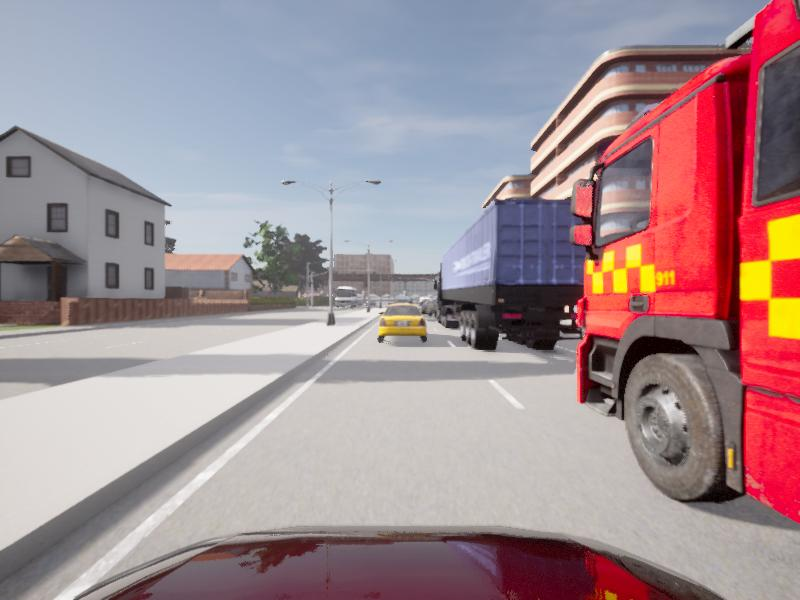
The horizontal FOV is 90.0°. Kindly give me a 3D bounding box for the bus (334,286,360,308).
[{"bbox_3d":[-10.746,-0.557,82.540,3.944,4.253,10.273,0,0,0],"label":"bus"}]

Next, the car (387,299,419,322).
[{"bbox_3d":[0.220,0.748,30.932,2.242,1.667,4.611,0,0,0],"label":"car"}]

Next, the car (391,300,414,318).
[{"bbox_3d":[0.274,0.816,37.738,2.038,1.542,4.974,0,0,0],"label":"car"}]

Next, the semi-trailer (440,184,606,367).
[{"bbox_3d":[3.666,-0.643,16.742,2.717,4.402,14.254,0,0,1],"label":"semi-trailer"}]

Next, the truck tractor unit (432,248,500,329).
[{"bbox_3d":[3.798,-0.543,24.701,3.053,4.208,6.516,2,-2,1],"label":"truck tractor unit"}]

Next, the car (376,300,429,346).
[{"bbox_3d":[0.103,0.797,16.452,1.801,1.575,5.366,0,0,0],"label":"car"}]

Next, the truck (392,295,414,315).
[{"bbox_3d":[0.344,0.530,46.489,2.390,2.098,6.274,0,0,0],"label":"truck"}]

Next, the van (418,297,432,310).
[{"bbox_3d":[3.933,0.555,63.339,2.069,2.038,4.480,0,0,0],"label":"van"}]

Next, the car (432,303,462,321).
[{"bbox_3d":[3.734,0.936,32.647,1.895,1.301,4.718,0,0,0],"label":"car"}]

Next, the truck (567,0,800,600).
[{"bbox_3d":[3.497,-0.322,0.705,2.891,3.827,8.468,0,0,0],"label":"truck"}]
